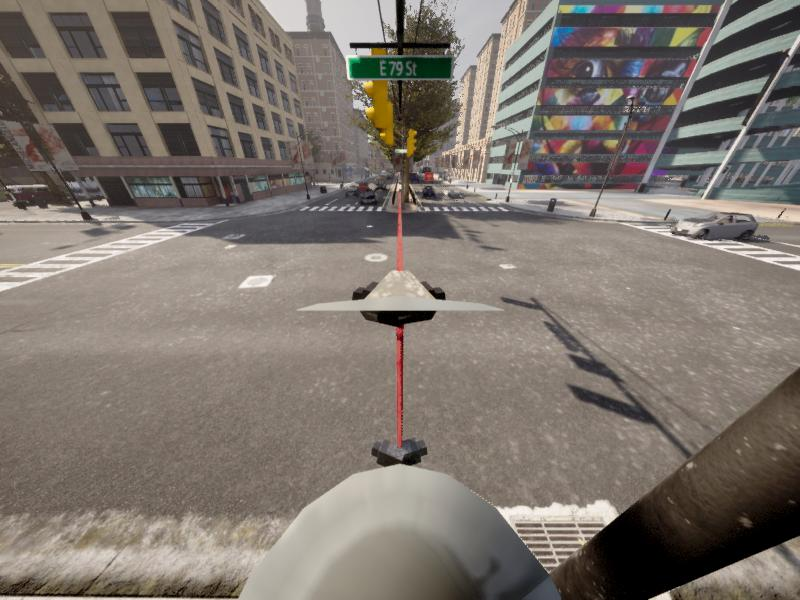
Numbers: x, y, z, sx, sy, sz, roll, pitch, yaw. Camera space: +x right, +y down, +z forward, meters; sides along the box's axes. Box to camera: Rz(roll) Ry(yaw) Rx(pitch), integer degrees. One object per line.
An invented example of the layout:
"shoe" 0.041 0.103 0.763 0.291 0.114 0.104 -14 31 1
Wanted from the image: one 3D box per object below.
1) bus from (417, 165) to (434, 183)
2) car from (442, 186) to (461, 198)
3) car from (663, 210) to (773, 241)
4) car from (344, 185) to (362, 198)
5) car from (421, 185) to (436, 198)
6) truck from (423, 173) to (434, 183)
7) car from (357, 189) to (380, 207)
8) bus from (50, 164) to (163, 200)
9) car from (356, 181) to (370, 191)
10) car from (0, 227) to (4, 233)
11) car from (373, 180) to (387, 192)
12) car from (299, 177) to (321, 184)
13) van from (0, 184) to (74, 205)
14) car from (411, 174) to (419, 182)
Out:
"bus" 7.804 -39.772 72.669 3.944 4.253 10.273 0 32 0
"car" 7.801 -16.571 35.412 1.895 1.301 4.718 0 30 0
"car" 19.932 -4.771 14.701 3.633 1.501 1.845 2 30 3
"car" -7.151 -16.750 35.573 1.812 1.442 4.674 0 30 0
"car" 4.303 -16.552 35.146 1.845 1.501 3.633 0 30 0
"truck" 7.828 -33.815 64.048 2.627 2.467 5.204 0 28 0
"car" -3.697 -12.486 28.099 2.038 1.542 4.974 0 30 0
"bus" -45.282 -18.978 36.653 3.944 4.253 10.273 0 32 0
"car" -7.167 -22.187 44.905 2.007 1.525 4.514 0 30 0
"car" -30.372 -4.970 14.973 5.238 1.638 1.930 0 30 1
"car" -3.668 -21.857 44.193 2.242 1.667 4.611 0 30 0
"car" -24.412 -32.438 62.695 4.892 1.490 1.837 0 30 -1
"van" -45.158 -13.173 28.770 2.069 2.038 4.480 0 29 0
"car" 4.383 -36.456 69.098 2.150 2.045 5.566 0 30 0
